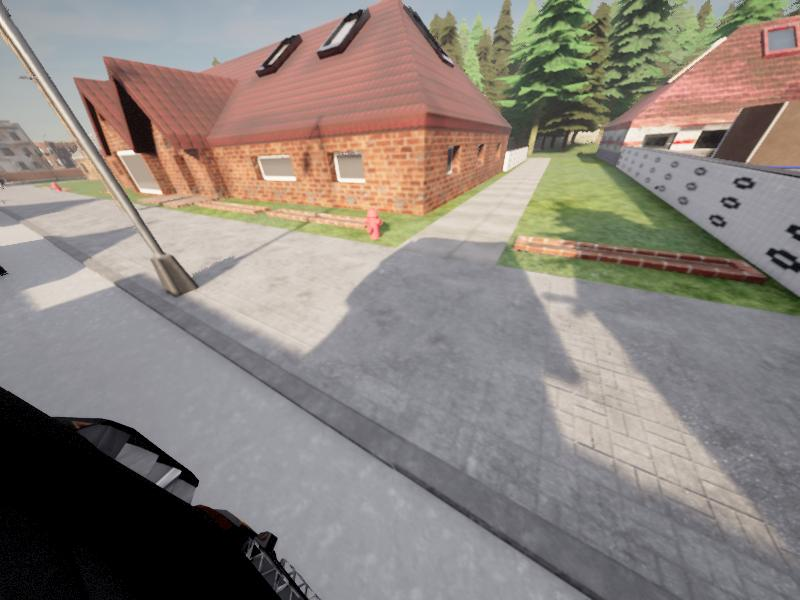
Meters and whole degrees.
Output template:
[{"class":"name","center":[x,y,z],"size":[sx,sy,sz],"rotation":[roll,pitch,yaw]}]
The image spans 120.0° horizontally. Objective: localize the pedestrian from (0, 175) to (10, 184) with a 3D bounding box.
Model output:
[{"class":"pedestrian","center":[-59.372,-17.974,34.558],"size":[0.500,1.100,0.500],"rotation":[-30,42,-34]}]

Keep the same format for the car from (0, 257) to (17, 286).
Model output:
[{"class":"car","center":[-11.488,-1.207,5.312],"size":[5.008,1.535,1.882],"rotation":[16,38,26]}]

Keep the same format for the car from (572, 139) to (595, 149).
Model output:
[{"class":"car","center":[44.474,-37.851,56.084],"size":[3.866,1.878,1.905],"rotation":[16,38,26]}]

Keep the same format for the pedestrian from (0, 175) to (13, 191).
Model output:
[{"class":"pedestrian","center":[-43.184,-12.793,24.772],"size":[0.751,1.860,0.751],"rotation":[-28,41,-32]}]
